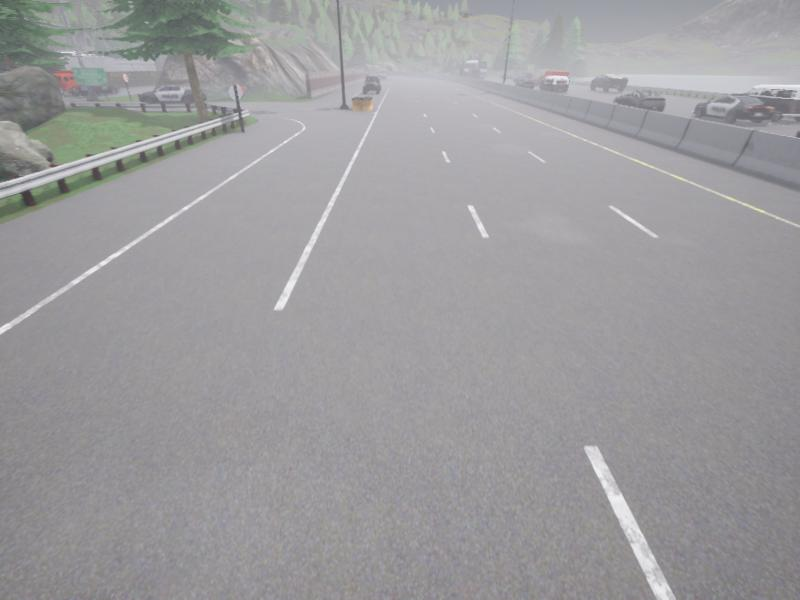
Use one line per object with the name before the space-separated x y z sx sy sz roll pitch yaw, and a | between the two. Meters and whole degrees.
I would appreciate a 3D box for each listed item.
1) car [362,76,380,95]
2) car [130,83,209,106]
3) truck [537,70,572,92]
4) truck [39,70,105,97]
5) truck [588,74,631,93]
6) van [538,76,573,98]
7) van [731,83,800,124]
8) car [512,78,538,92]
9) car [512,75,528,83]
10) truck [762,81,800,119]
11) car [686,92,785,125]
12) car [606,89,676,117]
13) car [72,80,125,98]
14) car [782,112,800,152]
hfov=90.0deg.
car | -3.460 -26.104 48.642 1.905 1.878 3.866 0 30 0
car | -18.778 -16.888 32.827 4.974 1.542 2.038 0 30 0
truck | 21.046 -29.967 54.752 2.627 2.467 5.204 0 30 0
truck | -36.975 -24.601 45.369 2.627 2.467 5.204 2 30 3
truck | 28.045 -29.228 53.884 2.390 2.098 6.274 0 30 0
van | 17.541 -24.244 45.401 2.069 2.038 4.480 0 30 0
van | 24.522 -12.819 25.934 2.069 2.038 4.480 0 30 0
car | 17.546 -30.395 56.479 2.128 1.511 4.902 0 30 0
car | 24.566 -45.211 81.930 1.895 1.301 4.718 0 30 0
truck | 28.021 -13.133 26.425 2.390 2.098 6.274 0 30 0
car | 21.022 -12.259 25.460 2.038 1.542 4.974 0 30 0
car | 17.525 -14.608 29.483 2.128 1.511 4.902 0 30 0
car | -33.543 -23.638 44.719 2.163 1.488 4.792 0 30 0
car | 17.515 -5.830 14.622 2.033 1.411 5.357 0 30 0
